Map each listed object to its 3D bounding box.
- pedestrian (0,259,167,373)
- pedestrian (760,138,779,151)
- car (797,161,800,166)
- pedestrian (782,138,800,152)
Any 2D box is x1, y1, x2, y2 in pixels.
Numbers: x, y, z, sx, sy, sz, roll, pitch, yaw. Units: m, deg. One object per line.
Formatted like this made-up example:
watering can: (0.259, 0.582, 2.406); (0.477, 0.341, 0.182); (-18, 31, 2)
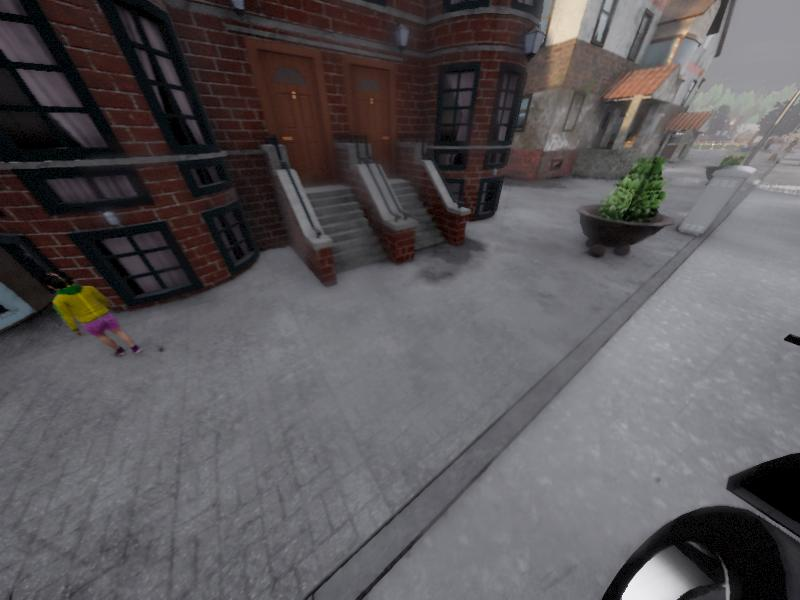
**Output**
pedestrian: (-3.289, 0.192, 2.493); (0.500, 1.100, 0.500); (7, 36, 10)
pedestrian: (61.106, -25.770, 38.256); (0.751, 1.860, 0.751); (-16, 38, -21)
car: (38.473, -13.020, 21.021); (4.718, 1.301, 1.895); (-22, 41, -28)
pedestrian: (61.280, -24.198, 36.023); (0.751, 1.860, 0.751); (-10, 36, -14)
